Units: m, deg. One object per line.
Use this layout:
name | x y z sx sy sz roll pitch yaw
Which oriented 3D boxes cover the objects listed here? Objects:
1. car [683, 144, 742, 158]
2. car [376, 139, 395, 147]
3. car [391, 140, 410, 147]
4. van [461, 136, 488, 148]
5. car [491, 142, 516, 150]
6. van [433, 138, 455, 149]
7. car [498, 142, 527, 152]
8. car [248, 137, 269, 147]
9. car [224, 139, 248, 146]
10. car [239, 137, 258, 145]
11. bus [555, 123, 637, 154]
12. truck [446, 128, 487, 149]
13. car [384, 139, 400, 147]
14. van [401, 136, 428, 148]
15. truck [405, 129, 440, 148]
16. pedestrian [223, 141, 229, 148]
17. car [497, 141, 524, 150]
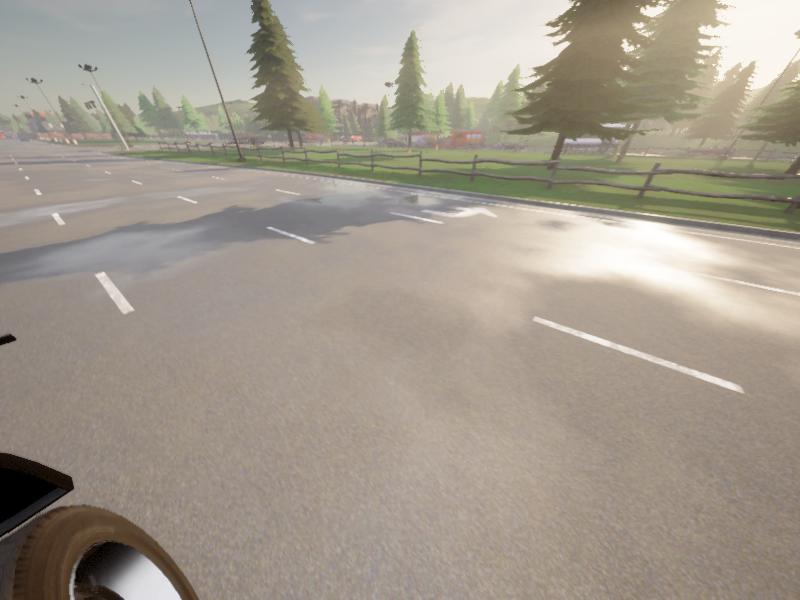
car | 47.807 -22.996 35.580 5.027 1.651 2.152 28 44 33
car | -3.928 -42.300 62.244 4.856 1.649 2.033 22 41 28
car | 0.134 -45.472 66.982 5.027 1.651 2.152 22 41 28
van | 19.106 -40.599 59.299 5.915 2.561 1.988 22 41 28
car | 23.074 -34.541 51.696 4.514 1.525 2.007 -1 35 -2
van | 10.255 -36.587 54.035 4.442 1.987 1.775 22 41 28
car | 22.866 -31.181 46.967 4.892 1.490 1.837 22 41 28
car | -35.463 -39.680 57.966 1.905 1.878 3.866 23 41 28
car | -44.861 -43.412 63.449 1.837 1.490 4.892 23 41 28
car | -44.791 -47.090 68.333 1.905 1.878 3.866 23 41 28
bus | 35.396 -29.532 42.383 10.273 4.253 3.944 21 40 29
truck | 15.380 -37.703 54.079 8.468 3.827 2.891 22 41 28
car | -2.210 -44.036 64.782 3.988 1.617 1.851 22 41 28
van | 3.513 -39.554 57.765 6.366 2.431 2.351 22 41 28
truck | 5.740 -41.682 59.592 8.468 3.827 2.891 22 41 28
pedestrian | -33.371 -29.776 44.347 0.500 1.100 0.500 25 42 31
car | 25.097 -35.223 52.673 5.008 1.535 1.882 22 41 28
